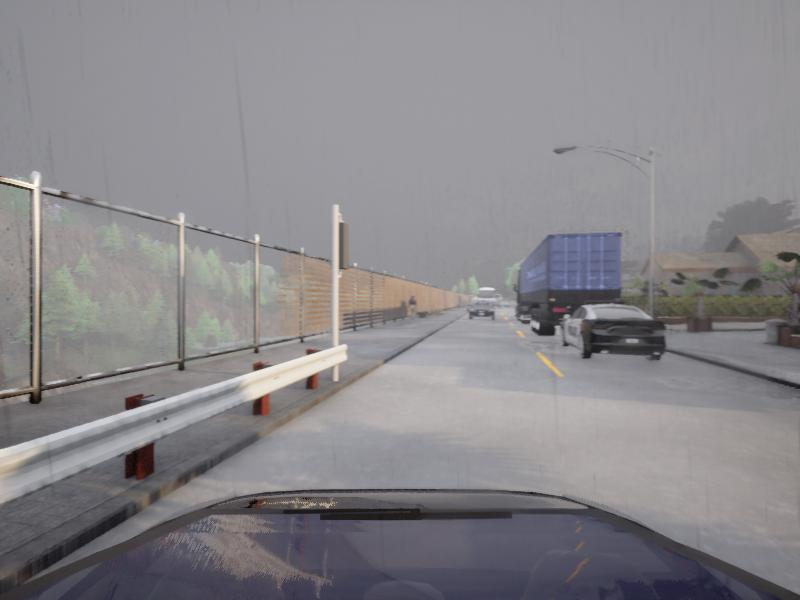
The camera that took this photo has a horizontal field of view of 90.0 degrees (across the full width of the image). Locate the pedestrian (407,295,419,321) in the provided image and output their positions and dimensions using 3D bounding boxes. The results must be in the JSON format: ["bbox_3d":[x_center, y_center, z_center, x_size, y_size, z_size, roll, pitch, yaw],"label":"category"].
[{"bbox_3d":[0.965,0.557,29.275,0.751,1.860,0.751,0,0,14],"label":"pedestrian"}]

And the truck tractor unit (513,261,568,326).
[{"bbox_3d":[10.072,-0.459,29.394,3.053,4.208,6.516,0,0,13],"label":"truck tractor unit"}]

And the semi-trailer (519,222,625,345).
[{"bbox_3d":[8.349,-0.575,21.671,2.717,4.402,14.254,0,0,13],"label":"semi-trailer"}]

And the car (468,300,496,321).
[{"bbox_3d":[7.008,0.828,34.034,2.152,1.651,5.027,0,0,13],"label":"car"}]

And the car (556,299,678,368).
[{"bbox_3d":[6.244,0.815,12.299,1.930,1.638,5.238,0,0,13],"label":"car"}]

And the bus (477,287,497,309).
[{"bbox_3d":[18.485,-0.414,84.788,3.944,4.253,10.273,0,0,13],"label":"bus"}]

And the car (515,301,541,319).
[{"bbox_3d":[11.766,0.889,36.988,1.882,1.535,5.008,0,0,13],"label":"car"}]
